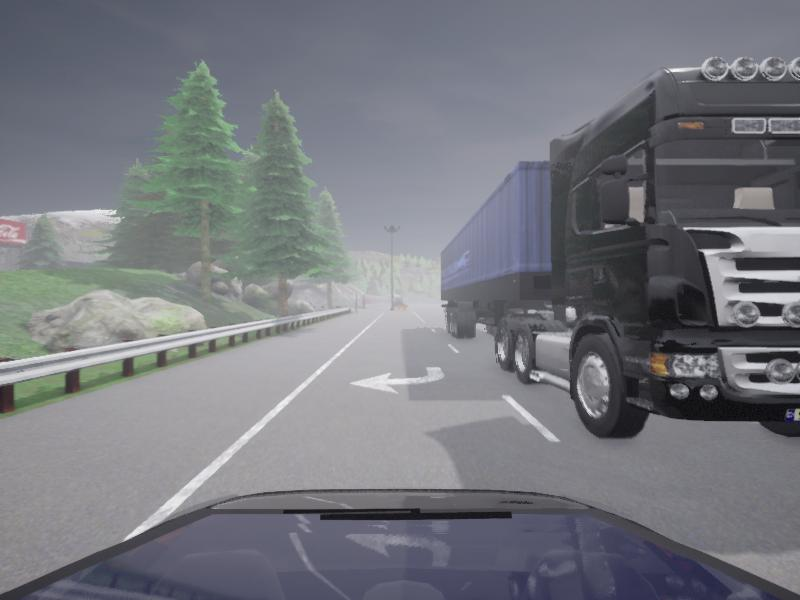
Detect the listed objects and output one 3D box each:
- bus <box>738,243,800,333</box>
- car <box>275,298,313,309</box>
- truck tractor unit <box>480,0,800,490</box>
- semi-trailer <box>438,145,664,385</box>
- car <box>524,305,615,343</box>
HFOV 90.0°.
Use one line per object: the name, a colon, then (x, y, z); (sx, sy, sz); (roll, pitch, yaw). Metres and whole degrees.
bus: (20.832, -0.572, 17.164); (3.944, 4.253, 10.273); (0, 0, 0)
car: (-15.455, 0.502, 58.297); (4.974, 1.542, 2.038); (0, 0, 0)
truck tractor unit: (3.491, -0.539, 6.552); (3.053, 4.208, 6.516); (0, 0, 0)
semi-trailer: (3.461, -0.654, 14.469); (2.717, 4.402, 14.254); (0, 0, 0)
car: (6.957, 0.905, 17.045); (1.895, 1.301, 4.718); (0, 0, 0)
